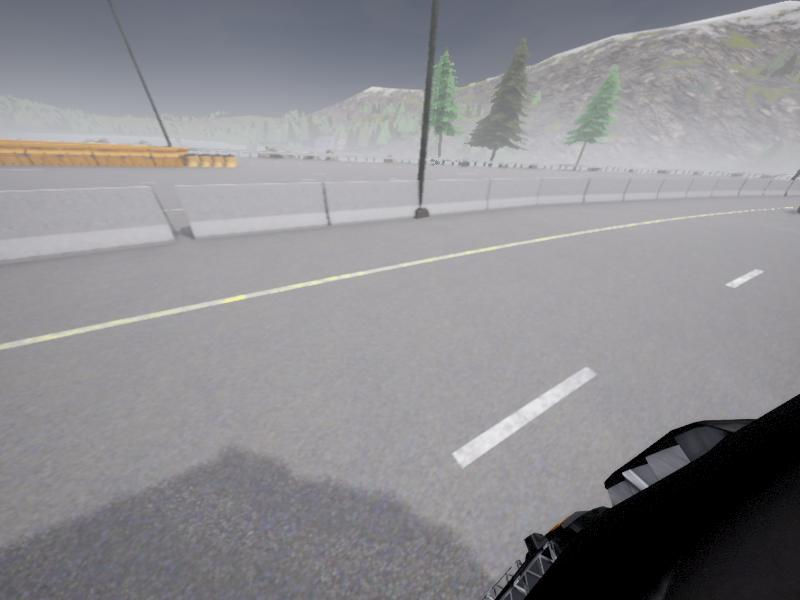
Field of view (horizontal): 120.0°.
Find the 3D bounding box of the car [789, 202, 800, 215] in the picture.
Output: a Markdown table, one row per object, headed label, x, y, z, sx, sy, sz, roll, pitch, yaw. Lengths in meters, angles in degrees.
| label | x | y | z | sx | sy | sz | roll | pitch | yaw |
| --- | --- | --- | --- | --- | --- | --- | --- | --- | --- |
| car | 23.751 | -5.134 | 12.158 | 4.181 | 1.385 | 1.994 | -9 | 35 | -17 |
